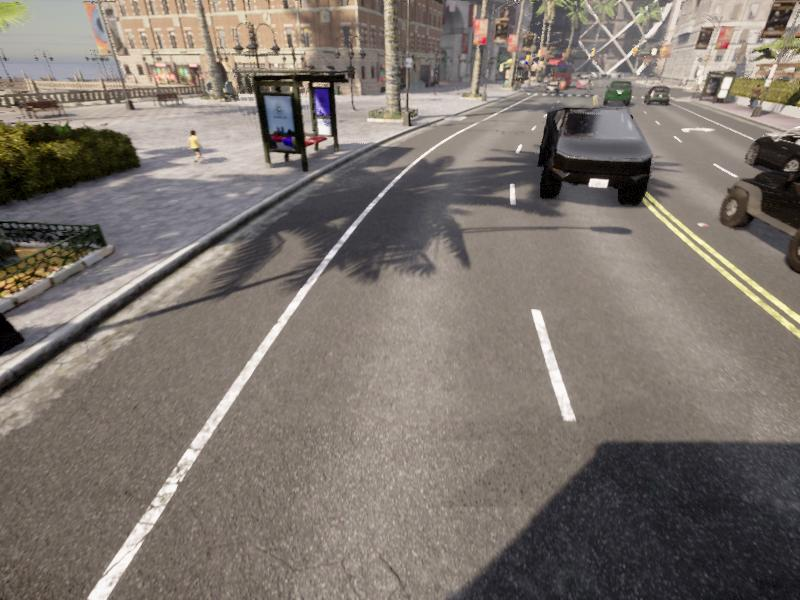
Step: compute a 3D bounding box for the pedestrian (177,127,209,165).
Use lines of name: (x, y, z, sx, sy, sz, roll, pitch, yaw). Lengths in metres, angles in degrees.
pedestrian: (-6.779, -5.063, 13.157, 0.500, 1.100, 0.500, 10, 32, 16)

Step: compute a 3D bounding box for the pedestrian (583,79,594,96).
pedestrian: (23.013, -25.969, 48.848, 0.751, 1.860, 0.751, 11, 32, 18)

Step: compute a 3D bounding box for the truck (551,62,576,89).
truck: (28.459, -39.166, 69.595, 2.891, 3.827, 8.468, 12, 32, 19)

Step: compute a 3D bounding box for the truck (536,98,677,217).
truck: (5.475, -4.542, 11.777, 2.390, 2.098, 6.274, 8, 31, 13)

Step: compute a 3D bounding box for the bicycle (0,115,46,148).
bicycle: (-15.697, -6.895, 16.328, 0.373, 1.024, 1.643, 12, 32, 18)

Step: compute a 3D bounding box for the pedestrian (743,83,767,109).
pedestrian: (29.074, -16.728, 32.808, 0.751, 1.860, 0.751, 11, 32, 18)

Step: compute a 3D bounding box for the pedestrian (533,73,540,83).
pedestrian: (27.948, -45.334, 81.746, 0.751, 1.860, 0.751, -26, 39, -37)

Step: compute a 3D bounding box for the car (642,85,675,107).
car: (24.573, -19.524, 38.139, 1.851, 1.617, 3.988, 12, 32, 19)

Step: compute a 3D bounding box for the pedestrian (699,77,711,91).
pedestrian: (47.671, -33.746, 62.461, 0.751, 1.860, 0.751, 8, 31, 12)

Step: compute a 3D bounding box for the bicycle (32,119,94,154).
bicycle: (-12.893, -6.317, 15.373, 0.373, 1.024, 1.643, 12, 32, 18)

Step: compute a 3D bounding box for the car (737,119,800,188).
car: (13.095, -4.764, 12.867, 1.970, 1.475, 3.806, 9, 31, 14)

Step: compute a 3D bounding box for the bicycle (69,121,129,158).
bicycle: (-11.024, -5.931, 14.736, 0.373, 1.024, 1.643, 12, 32, 18)

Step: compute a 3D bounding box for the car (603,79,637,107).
car: (20.576, -19.511, 37.630, 2.150, 2.045, 5.566, 13, 33, 20)

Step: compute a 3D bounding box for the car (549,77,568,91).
car: (24.435, -33.369, 61.650, 2.097, 1.767, 4.553, 12, 32, 19)

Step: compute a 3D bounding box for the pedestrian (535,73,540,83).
pedestrian: (28.291, -45.614, 82.230, 0.751, 1.860, 0.751, 7, 31, 11)

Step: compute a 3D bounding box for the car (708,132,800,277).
car: (7.894, -1.719, 7.181, 1.905, 1.878, 3.866, 5, 31, 8)

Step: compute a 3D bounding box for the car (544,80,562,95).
car: (20.295, -28.217, 53.001, 1.789, 1.549, 3.705, 12, 32, 19)

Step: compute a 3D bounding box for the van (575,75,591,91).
van: (28.624, -33.928, 62.461, 1.775, 1.987, 4.442, 12, 32, 19)
